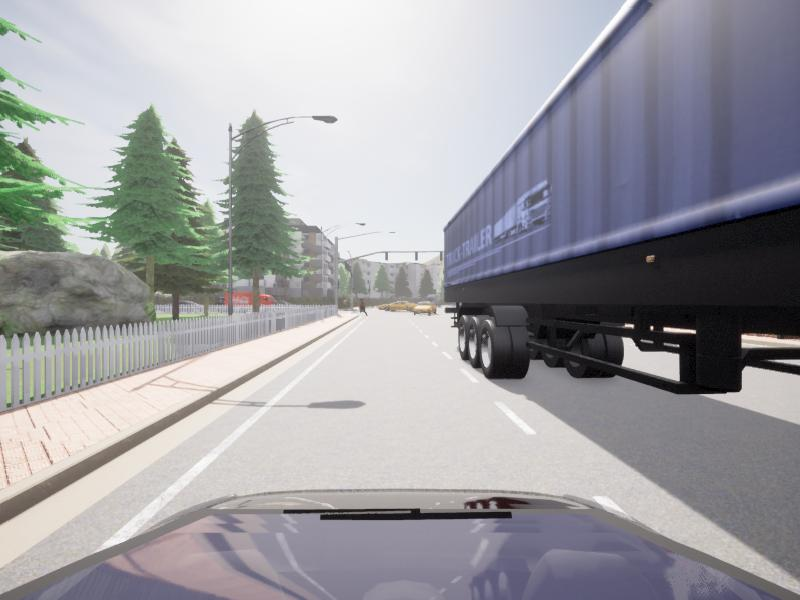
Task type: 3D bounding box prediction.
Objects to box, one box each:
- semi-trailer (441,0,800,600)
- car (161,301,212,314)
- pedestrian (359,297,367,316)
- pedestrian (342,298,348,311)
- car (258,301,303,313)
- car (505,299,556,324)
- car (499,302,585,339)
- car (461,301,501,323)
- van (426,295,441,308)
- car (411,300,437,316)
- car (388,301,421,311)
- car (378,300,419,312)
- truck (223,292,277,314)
[{"bbox_3d":[3.062,-0.618,6.800,2.717,4.402,14.254,0,0,-2],"label":"semi-trailer"},{"bbox_3d":[-24.545,0.845,46.090,4.892,1.490,1.837,0,0,0],"label":"car"},{"bbox_3d":[-3.593,0.637,38.896,0.751,1.860,0.751,0,0,-1],"label":"pedestrian"},{"bbox_3d":[-7.943,0.637,58.082,0.751,1.860,0.751,0,0,-22],"label":"pedestrian"},{"bbox_3d":[-14.752,0.836,49.654,4.902,1.511,2.128,0,0,0],"label":"car"},{"bbox_3d":[9.528,0.778,29.606,2.033,1.649,4.856,0,0,-2],"label":"car"},{"bbox_3d":[6.397,0.851,18.695,2.163,1.488,4.792,0,0,-2],"label":"car"},{"bbox_3d":[6.005,0.823,30.287,1.882,1.535,5.008,0,0,-2],"label":"car"},{"bbox_3d":[7.027,0.301,83.295,1.988,2.561,5.915,0,0,17],"label":"van"},{"bbox_3d":[2.556,0.800,41.556,1.801,1.575,5.366,0,0,14],"label":"car"},{"bbox_3d":[0.594,0.870,56.747,4.674,1.442,1.812,0,0,-1],"label":"car"},{"bbox_3d":[-0.246,0.801,53.250,5.366,1.575,1.801,0,0,0],"label":"car"},{"bbox_3d":[-17.188,0.357,46.139,5.204,2.467,2.627,0,0,0],"label":"truck"}]
